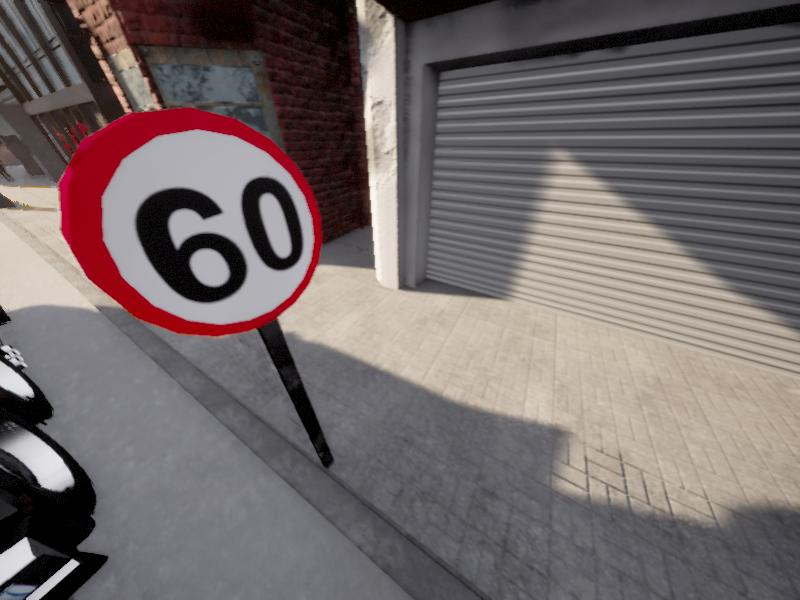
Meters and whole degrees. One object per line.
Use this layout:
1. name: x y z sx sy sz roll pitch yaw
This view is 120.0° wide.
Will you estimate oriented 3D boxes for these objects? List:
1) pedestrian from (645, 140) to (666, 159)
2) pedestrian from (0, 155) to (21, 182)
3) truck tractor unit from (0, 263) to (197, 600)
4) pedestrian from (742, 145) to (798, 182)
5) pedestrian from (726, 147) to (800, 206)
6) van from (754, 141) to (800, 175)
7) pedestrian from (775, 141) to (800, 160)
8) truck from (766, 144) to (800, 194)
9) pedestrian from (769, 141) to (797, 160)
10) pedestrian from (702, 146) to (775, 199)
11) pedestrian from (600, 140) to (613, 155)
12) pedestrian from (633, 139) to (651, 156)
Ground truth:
1. pedestrian: 29.609 -17.482 26.793 0.751 1.860 0.751 16 38 23
2. pedestrian: -25.813 -8.651 14.803 0.751 1.860 0.751 24 42 31
3. truck tractor unit: -5.111 -0.301 0.780 6.516 4.208 3.053 18 39 24
4. pedestrian: 22.278 -8.250 13.988 0.751 1.860 0.751 13 37 18
5. pedestrian: 13.612 -4.573 8.584 0.751 1.860 0.751 14 37 20
6. van: 30.663 -10.878 17.576 2.069 2.038 4.480 18 39 24
7. pedestrian: 44.467 -17.091 26.426 0.751 1.860 0.751 -27 43 -32
8. truck: 19.937 -5.544 8.444 2.891 3.827 8.468 18 39 24
9. pedestrian: 45.635 -17.831 27.549 0.751 1.860 0.751 26 43 32
10. pedestrian: 14.118 -5.371 9.726 0.751 1.860 0.751 17 38 23
11. pedestrian: 32.097 -23.744 35.978 0.751 1.860 0.751 18 39 24
12. pedestrian: 32.150 -20.245 30.740 0.751 1.860 0.751 15 38 20
